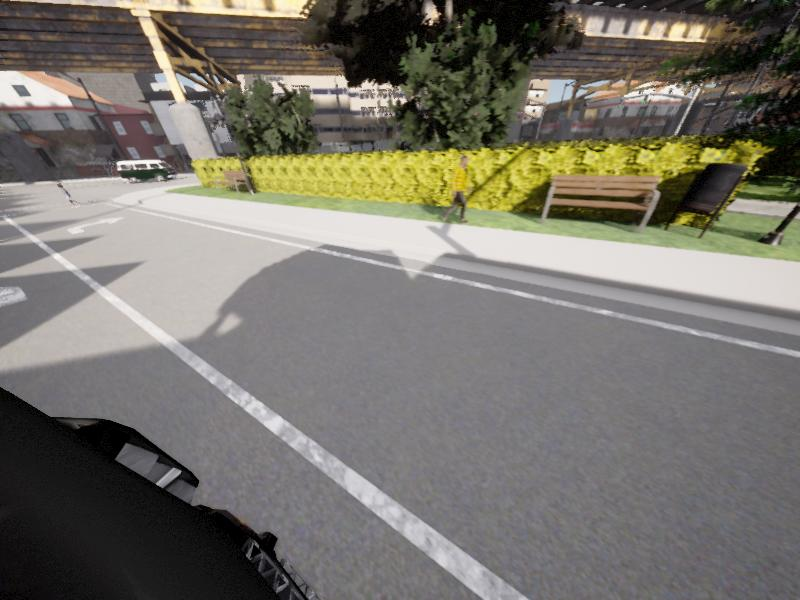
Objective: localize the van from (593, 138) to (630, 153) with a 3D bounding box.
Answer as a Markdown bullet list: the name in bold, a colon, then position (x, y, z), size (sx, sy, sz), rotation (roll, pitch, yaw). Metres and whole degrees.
- **van**: position (36.648, -26.782, 40.103), size (4.480, 2.038, 2.069), rotation (-10, 34, -11)

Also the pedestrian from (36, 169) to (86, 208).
- **pedestrian**: position (-18.891, -6.239, 12.939), size (0.751, 1.860, 0.751), rotation (26, 43, 36)

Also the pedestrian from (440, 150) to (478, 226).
- **pedestrian**: position (1.684, -3.213, 6.705), size (0.751, 1.860, 0.751), rotation (13, 37, 22)

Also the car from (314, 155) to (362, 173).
- **car**: position (-7.596, -16.845, 28.499), size (5.366, 1.575, 1.801), rotation (-10, 34, -11)

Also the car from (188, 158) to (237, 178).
- **car**: position (-22.923, -16.289, 28.415), size (3.866, 1.878, 1.905), rotation (-10, 34, -11)

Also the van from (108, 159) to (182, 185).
- **van**: position (-26.832, -13.671, 24.589), size (4.480, 2.038, 2.069), rotation (-10, 34, -11)
